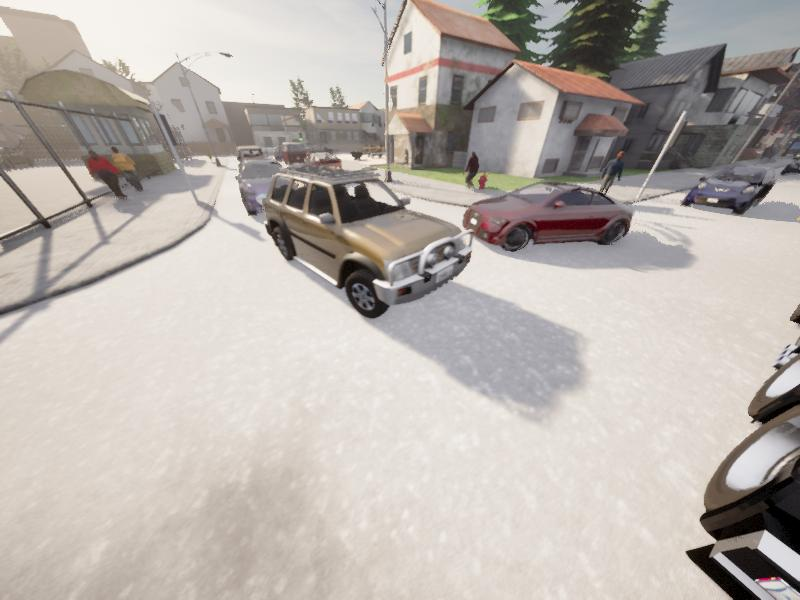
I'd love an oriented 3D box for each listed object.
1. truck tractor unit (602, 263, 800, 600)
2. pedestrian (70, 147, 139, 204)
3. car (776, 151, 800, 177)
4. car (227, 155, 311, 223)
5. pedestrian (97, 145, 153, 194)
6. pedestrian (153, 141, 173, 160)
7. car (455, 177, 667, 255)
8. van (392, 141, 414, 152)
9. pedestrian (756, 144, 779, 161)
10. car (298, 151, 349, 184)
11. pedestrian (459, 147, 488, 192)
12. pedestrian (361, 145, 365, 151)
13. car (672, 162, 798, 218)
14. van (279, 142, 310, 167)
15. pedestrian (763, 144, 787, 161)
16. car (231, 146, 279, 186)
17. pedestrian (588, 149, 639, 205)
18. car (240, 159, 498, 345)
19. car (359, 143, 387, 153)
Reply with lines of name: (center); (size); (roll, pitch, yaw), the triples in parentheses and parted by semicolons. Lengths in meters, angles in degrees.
truck tractor unit: (5.107, -0.304, 0.781); (6.516, 4.208, 3.053); (-18, 39, -24)
pedestrian: (-11.393, -4.851, 9.009); (0.751, 1.860, 0.751); (-19, 39, -25)
car: (32.786, -10.902, 18.499); (3.988, 1.617, 1.851); (-18, 39, -24)
car: (-5.354, -4.714, 9.302); (2.033, 1.649, 4.856); (-18, 39, -24)
pedestrian: (-12.488, -5.955, 10.587); (0.751, 1.860, 0.751); (-18, 39, -24)
pedestrian: (-28.277, -17.866, 27.585); (0.751, 1.860, 0.751); (-11, 37, -16)
car: (3.941, -2.400, 6.276); (4.181, 1.385, 1.994); (-5, 35, -7)
van: (0.721, -33.148, 49.863); (4.442, 1.987, 1.775); (-18, 39, -25)
pedestrian: (49.544, -19.944, 31.165); (0.751, 1.860, 0.751); (-19, 39, -25)
car: (-5.316, -9.239, 15.888); (2.007, 1.525, 4.514); (-18, 39, -25)
pedestrian: (3.570, -6.397, 11.361); (0.751, 1.860, 0.751); (-18, 39, -25)
pedestrian: (-8.172, -33.825, 51.318); (0.500, 1.100, 0.500); (-19, 39, -26)
car: (13.356, -4.530, 9.268); (3.633, 1.501, 1.845); (-18, 39, -24)
van: (-10.853, -14.913, 23.591); (1.775, 1.987, 4.442); (-18, 39, -24)
pedestrian: (49.675, -19.573, 30.633); (0.751, 1.860, 0.751); (-16, 38, -22)
car: (-9.291, -8.721, 14.796); (1.905, 1.878, 3.866); (-18, 39, -24)
pedestrian: (8.431, -4.894, 9.241); (0.751, 1.860, 0.751); (19, 39, 25)
car: (-0.969, -1.483, 4.478); (1.932, 1.855, 4.605); (-30, 45, -36)
car: (-5.516, -31.000, 47.086); (5.366, 1.575, 1.801); (-19, 39, -25)
